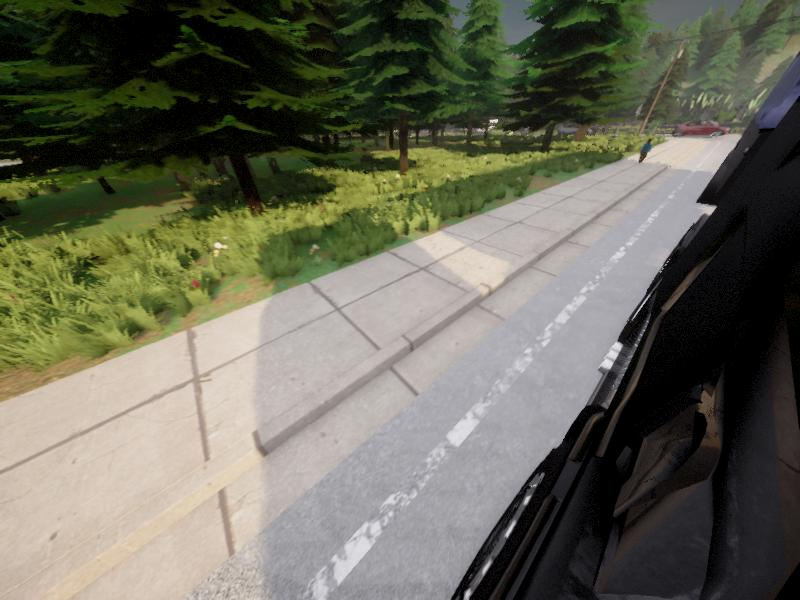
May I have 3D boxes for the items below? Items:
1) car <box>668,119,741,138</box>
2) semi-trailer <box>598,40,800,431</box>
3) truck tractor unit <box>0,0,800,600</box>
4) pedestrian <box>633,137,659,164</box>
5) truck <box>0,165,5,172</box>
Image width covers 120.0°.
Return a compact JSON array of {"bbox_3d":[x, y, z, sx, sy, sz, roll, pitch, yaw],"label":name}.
[{"bbox_3d":[31.508,-17.823,24.070,1.816,1.474,4.193,-26,43,-28],"label":"car"},{"bbox_3d":[8.690,-3.617,4.227,14.254,4.402,2.717,-28,44,-30],"label":"semi-trailer"},{"bbox_3d":[2.645,-0.295,0.351,6.516,4.208,3.053,-28,44,-30],"label":"truck tractor unit"},{"bbox_3d":[12.407,-7.537,11.677,0.500,1.100,0.500,25,45,32],"label":"pedestrian"},{"bbox_3d":[-42.430,-13.204,22.211,2.390,2.098,6.274,-28,44,-29],"label":"truck"}]
